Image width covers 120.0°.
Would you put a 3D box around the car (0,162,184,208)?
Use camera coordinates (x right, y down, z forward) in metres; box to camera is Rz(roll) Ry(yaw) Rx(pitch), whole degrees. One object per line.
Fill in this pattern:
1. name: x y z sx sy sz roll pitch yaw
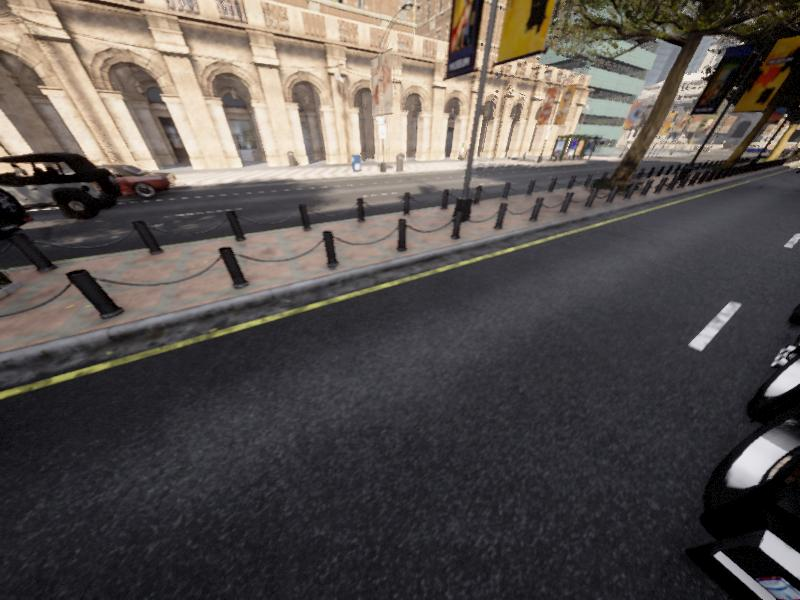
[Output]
1. car: -13.050 -5.229 10.258 4.718 1.301 1.895 -18 39 -25

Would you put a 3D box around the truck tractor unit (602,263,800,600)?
1. truck tractor unit: 5.115 -0.295 0.786 6.516 4.208 3.053 -18 39 -24

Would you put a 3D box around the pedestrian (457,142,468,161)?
1. pedestrian: 7.765 -18.445 28.684 0.751 1.860 0.751 -18 39 -24

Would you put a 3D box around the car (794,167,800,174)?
1. car: 37.889 -12.196 20.503 5.238 1.638 1.930 -18 39 -25

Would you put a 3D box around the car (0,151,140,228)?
1. car: -11.956 -3.683 7.533 3.866 1.878 1.905 -18 39 -24

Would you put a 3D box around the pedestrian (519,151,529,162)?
1. pedestrian: 14.591 -16.884 27.175 0.500 1.100 0.500 -15 38 -21

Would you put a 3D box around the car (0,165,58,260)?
1. car: -11.373 -1.559 4.499 4.605 1.855 1.932 -18 39 -25
